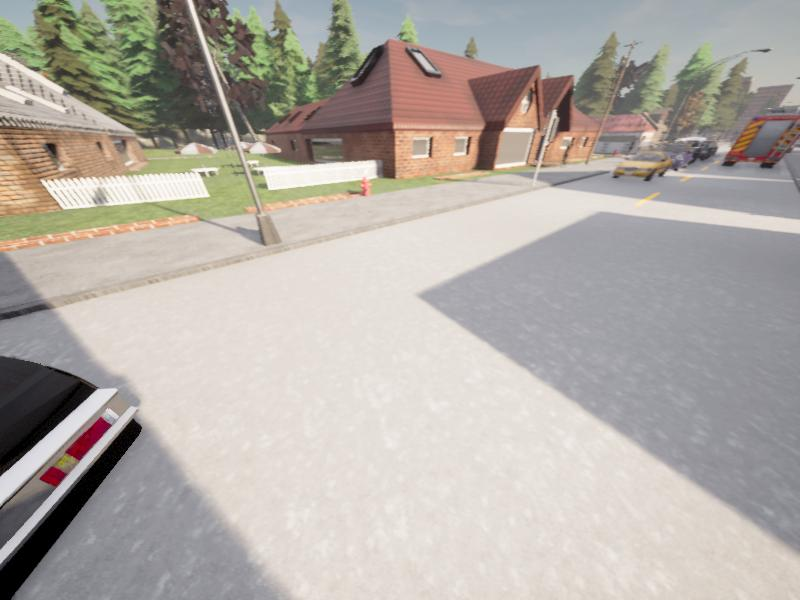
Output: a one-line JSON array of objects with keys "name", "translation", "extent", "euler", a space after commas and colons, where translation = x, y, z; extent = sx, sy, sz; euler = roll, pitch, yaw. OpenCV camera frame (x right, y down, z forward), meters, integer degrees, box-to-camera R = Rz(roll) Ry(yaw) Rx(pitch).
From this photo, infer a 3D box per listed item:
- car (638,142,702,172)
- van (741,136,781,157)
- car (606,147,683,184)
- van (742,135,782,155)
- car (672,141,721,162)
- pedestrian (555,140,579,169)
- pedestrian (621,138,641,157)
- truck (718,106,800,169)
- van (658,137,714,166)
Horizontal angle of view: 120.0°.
[{"name": "car", "translation": [21.144, -11.280, 18.083], "extent": [4.553, 1.767, 2.097], "euler": [-24, 41, -29]}, {"name": "van", "translation": [43.627, -18.582, 27.937], "extent": [4.442, 1.987, 1.775], "euler": [-24, 42, -30]}, {"name": "car", "translation": [15.351, -8.539, 14.466], "extent": [5.366, 1.575, 1.801], "euler": [-23, 41, -29]}, {"name": "van", "translation": [48.369, -20.738, 30.877], "extent": [4.480, 2.038, 2.069], "euler": [-24, 42, -30]}, {"name": "car", "translation": [31.649, -15.970, 24.684], "extent": [4.611, 1.667, 2.242], "euler": [-24, 41, -29]}, {"name": "pedestrian", "translation": [13.125, -11.469, 18.190], "extent": [0.751, 1.860, 0.751], "euler": [-20, 39, -25]}, {"name": "pedestrian", "translation": [26.838, -17.723, 26.856], "extent": [0.751, 1.860, 0.751], "euler": [-25, 42, -30]}, {"name": "truck", "translation": [31.291, -13.789, 19.725], "extent": [8.468, 3.827, 2.891], "euler": [-24, 41, -30]}, {"name": "van", "translation": [26.178, -13.657, 21.166], "extent": [4.480, 2.038, 2.069], "euler": [-24, 42, -30]}]
